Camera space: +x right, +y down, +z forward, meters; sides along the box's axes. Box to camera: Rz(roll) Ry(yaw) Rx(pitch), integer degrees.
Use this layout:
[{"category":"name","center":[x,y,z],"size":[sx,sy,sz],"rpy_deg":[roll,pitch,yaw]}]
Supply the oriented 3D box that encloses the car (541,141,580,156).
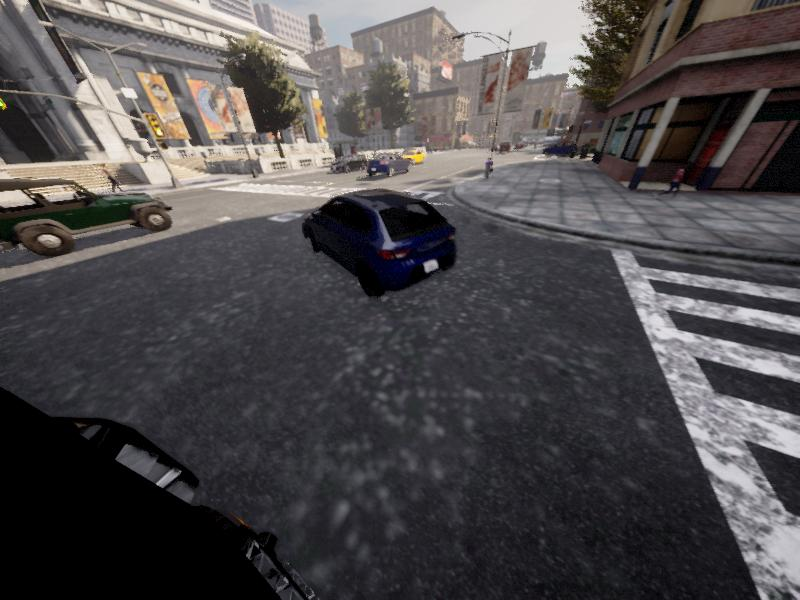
[{"category":"car","center":[22.141,-20.950,31.948],"size":[3.988,1.617,1.851],"rpy_deg":[20,40,30]}]

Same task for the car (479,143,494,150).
[{"category":"car","center":[26.246,-46.517,69.864],"size":[4.674,1.452,2.002],"rpy_deg":[-27,41,-32]}]

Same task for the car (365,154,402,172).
[{"category":"car","center":[-1.631,-14.785,24.836],"size":[1.994,1.385,4.181],"rpy_deg":[15,38,25]}]

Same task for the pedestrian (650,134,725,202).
[{"category":"pedestrian","center":[9.432,-4.374,7.697],"size":[0.751,1.860,0.751],"rpy_deg":[20,40,30]}]

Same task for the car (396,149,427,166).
[{"category":"car","center":[1.601,-18.282,29.642],"size":[1.882,1.535,5.008],"rpy_deg":[15,38,24]}]

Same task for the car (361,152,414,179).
[{"category":"car","center":[-0.872,-11.750,20.024],"size":[2.152,1.651,5.027],"rpy_deg":[15,38,25]}]

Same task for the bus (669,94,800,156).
[{"category":"bus","center":[34.253,-16.270,21.660],"size":[10.273,4.253,3.944],"rpy_deg":[15,38,26]}]

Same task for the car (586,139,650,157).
[{"category":"car","center":[25.008,-17.582,26.792],"size":[4.902,1.511,2.128],"rpy_deg":[15,38,24]}]

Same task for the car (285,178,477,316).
[{"category":"car","center":[-0.747,-1.587,5.003],"size":[1.816,1.474,4.193],"rpy_deg":[-25,40,-29]}]

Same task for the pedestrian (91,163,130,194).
[{"category":"pedestrian","center":[-20.378,-8.578,16.294],"size":[0.751,1.860,0.751],"rpy_deg":[10,36,18]}]

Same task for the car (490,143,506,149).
[{"category":"car","center":[30.744,-48.595,72.743],"size":[4.718,1.301,1.895],"rpy_deg":[-20,38,-24]}]

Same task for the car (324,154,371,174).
[{"category":"car","center":[-5.512,-14.828,25.076],"size":[2.128,1.511,4.902],"rpy_deg":[16,38,26]}]

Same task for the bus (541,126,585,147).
[{"category":"bus","center":[46.295,-46.521,65.782],"size":[10.273,4.253,3.944],"rpy_deg":[-14,35,-16]}]

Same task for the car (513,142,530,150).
[{"category":"car","center":[29.949,-37.999,56.857],"size":[2.163,1.488,4.792],"rpy_deg":[23,42,33]}]

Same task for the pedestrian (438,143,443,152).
[{"category":"pedestrian","center":[10.247,-38.349,58.264],"size":[0.751,1.860,0.751],"rpy_deg":[21,41,32]}]

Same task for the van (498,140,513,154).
[{"category":"van","center":[20.192,-29.178,44.019],"size":[1.775,1.987,4.442],"rpy_deg":[14,37,23]}]

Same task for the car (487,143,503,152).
[{"category":"car","center":[21.479,-34.360,52.056],"size":[2.038,1.542,4.974],"rpy_deg":[17,39,27]}]

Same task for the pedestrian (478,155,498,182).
[{"category":"pedestrian","center":[5.075,-7.618,13.375],"size":[0.751,1.300,0.751],"rpy_deg":[15,38,24]}]

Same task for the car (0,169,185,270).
[{"category":"car","center":[-9.768,-2.741,7.055],"size":[1.905,1.878,3.866],"rpy_deg":[16,38,26]}]

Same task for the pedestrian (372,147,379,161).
[{"category":"pedestrian","center":[-4.099,-24.270,38.405],"size":[0.751,1.860,0.751],"rpy_deg":[15,38,25]}]
